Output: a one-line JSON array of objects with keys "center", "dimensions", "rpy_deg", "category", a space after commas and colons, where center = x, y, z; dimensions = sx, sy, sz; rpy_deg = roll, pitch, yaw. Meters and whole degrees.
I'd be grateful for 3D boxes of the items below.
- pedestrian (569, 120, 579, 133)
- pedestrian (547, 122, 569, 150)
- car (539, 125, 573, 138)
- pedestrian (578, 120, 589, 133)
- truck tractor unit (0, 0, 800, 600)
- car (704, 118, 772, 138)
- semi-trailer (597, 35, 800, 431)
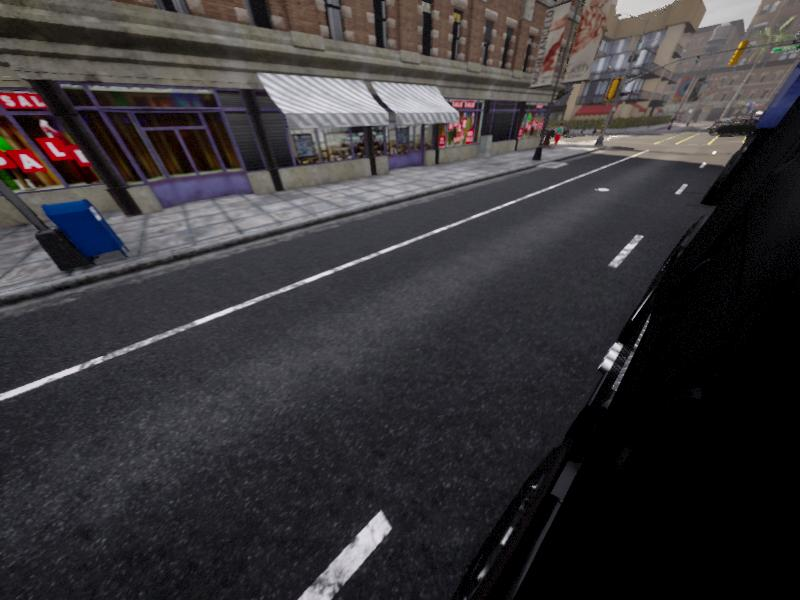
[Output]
[{"center": [32.678, -32.587, 43.369], "dimensions": [0.751, 1.860, 0.751], "rpy_deg": [-32, 45, -33], "category": "pedestrian"}, {"center": [13.144, -13.633, 19.226], "dimensions": [0.751, 1.860, 0.751], "rpy_deg": [-29, 44, -31], "category": "pedestrian"}, {"center": [24.065, -26.077, 35.766], "dimensions": [1.845, 1.501, 3.633], "rpy_deg": [-28, 43, -30], "category": "car"}, {"center": [31.738, -29.939, 39.882], "dimensions": [0.751, 1.860, 0.751], "rpy_deg": [27, 46, 33], "category": "pedestrian"}, {"center": [2.645, -0.295, 0.351], "dimensions": [6.516, 4.208, 3.053], "rpy_deg": [-28, 44, -30], "category": "truck tractor unit"}, {"center": [35.807, -18.304, 24.587], "dimensions": [1.789, 1.549, 3.705], "rpy_deg": [-29, 44, -30], "category": "car"}, {"center": [8.734, -3.578, 4.196], "dimensions": [14.254, 4.402, 2.717], "rpy_deg": [-28, 43, -29], "category": "semi-trailer"}]
